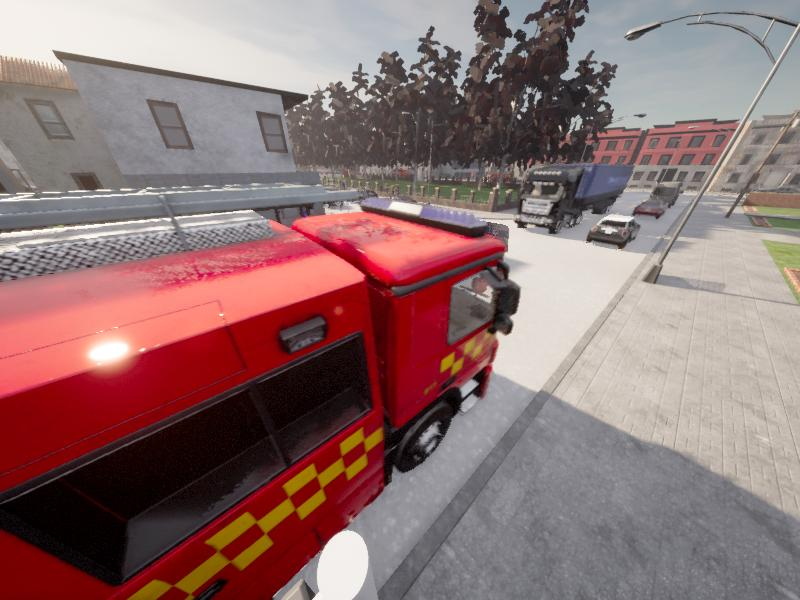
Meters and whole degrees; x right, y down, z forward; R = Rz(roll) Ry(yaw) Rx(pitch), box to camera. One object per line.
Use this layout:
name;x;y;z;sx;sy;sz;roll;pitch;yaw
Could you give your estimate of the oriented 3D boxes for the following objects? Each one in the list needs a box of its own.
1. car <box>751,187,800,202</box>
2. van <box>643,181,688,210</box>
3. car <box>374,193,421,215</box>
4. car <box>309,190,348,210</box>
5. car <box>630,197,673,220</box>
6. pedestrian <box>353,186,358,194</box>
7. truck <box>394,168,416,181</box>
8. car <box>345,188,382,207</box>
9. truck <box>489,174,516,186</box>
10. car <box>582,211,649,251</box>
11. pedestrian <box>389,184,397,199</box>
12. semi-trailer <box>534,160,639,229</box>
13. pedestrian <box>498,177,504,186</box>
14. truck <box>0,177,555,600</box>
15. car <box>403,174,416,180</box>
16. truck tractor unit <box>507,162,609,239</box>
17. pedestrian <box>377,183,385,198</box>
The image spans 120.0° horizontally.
car;51.876;-14.131;30.943;1.882;1.535;5.008;-23;37;-34
van;30.330;-12.052;26.342;5.915;2.561;1.988;-22;37;-33
car;-0.326;-9.955;23.738;2.128;1.511;4.902;-23;37;-34
car;-8.272;-11.588;26.566;2.128;1.511;4.902;-23;37;-34
car;23.682;-8.714;21.731;4.181;1.385;1.994;-23;37;-34
pedestrian;-7.336;-18.109;38.014;0.500;1.100;0.500;-26;39;-37
truck;1.600;-44.869;82.329;2.891;3.827;8.468;-23;37;-34
car;-4.501;-12.646;28.282;2.033;1.649;4.856;-24;38;-35
truck;25.645;-30.159;57.770;2.627;2.467;5.204;-23;37;-34
car;13.083;-4.322;14.015;3.806;1.475;1.970;-23;37;-34
pedestrian;-0.974;-14.792;31.509;0.751;1.860;0.751;-22;37;-33
semi-trailer;17.281;-9.975;20.864;14.254;4.402;2.717;-23;37;-34
pedestrian;23.474;-27.559;53.623;0.751;1.860;0.751;-23;37;-34
truck;-2.440;1.174;2.147;8.468;3.827;2.891;-23;37;-34
car;3.522;-45.903;86.277;2.033;1.649;4.856;-23;37;-34
truck tractor unit;11.228;-7.340;16.499;6.516;4.208;3.053;-22;37;-34
pedestrian;-2.736;-15.851;33.343;0.751;1.860;0.751;-23;37;-34
